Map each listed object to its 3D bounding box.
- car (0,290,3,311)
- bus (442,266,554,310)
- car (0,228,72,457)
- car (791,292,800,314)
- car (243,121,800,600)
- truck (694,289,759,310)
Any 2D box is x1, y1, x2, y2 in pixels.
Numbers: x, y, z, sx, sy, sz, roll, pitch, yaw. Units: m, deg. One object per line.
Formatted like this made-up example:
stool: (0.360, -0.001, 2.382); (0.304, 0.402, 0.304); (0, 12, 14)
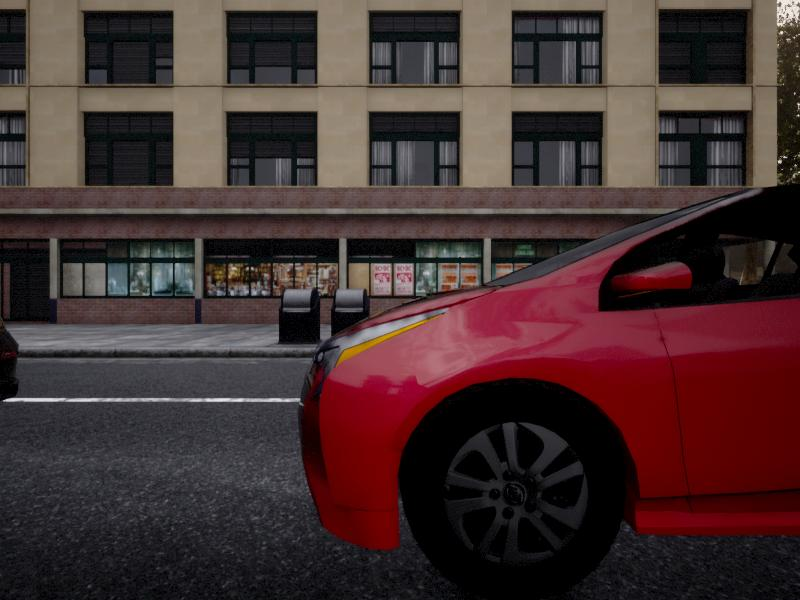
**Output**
car: (-35.536, 0.052, 32.512); (1.932, 1.855, 4.605); (0, 0, 0)
bus: (9.592, -1.135, 40.268); (10.273, 4.253, 3.944); (0, 0, 0)
car: (-4.859, 0.270, 2.172); (4.674, 1.442, 1.812); (0, 0, 0)
car: (29.894, 0.201, 26.977); (1.801, 1.575, 5.366); (0, 0, -1)
car: (1.791, 0.228, 2.195); (4.514, 1.525, 2.007); (0, 0, 0)
truck: (34.026, -0.058, 41.674); (6.274, 2.098, 2.390); (0, 0, -21)
